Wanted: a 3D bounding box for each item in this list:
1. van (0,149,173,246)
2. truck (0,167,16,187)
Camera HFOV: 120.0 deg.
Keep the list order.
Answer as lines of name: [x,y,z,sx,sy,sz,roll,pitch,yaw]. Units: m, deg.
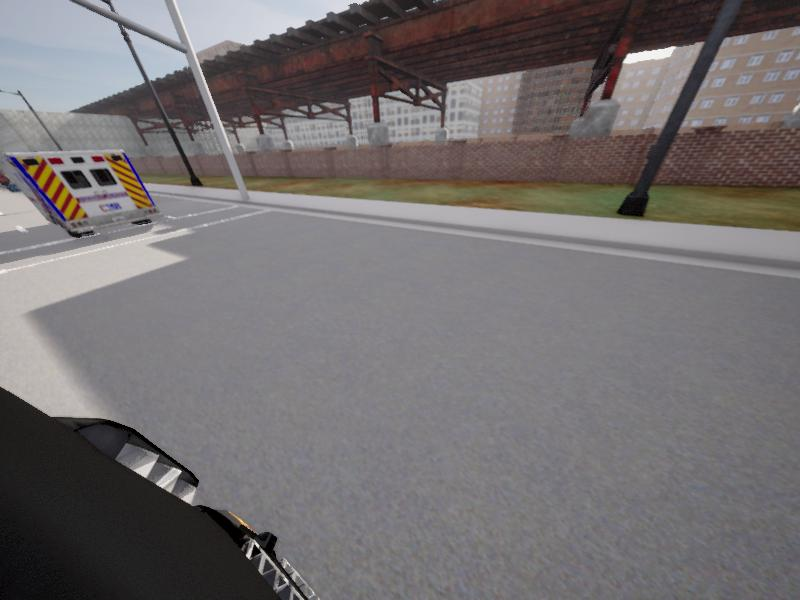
van: [-12.015,-4.044,8.660,6.366,2.431,2.351,16,38,26]
truck: [-52.384,-16.233,28.570,8.468,3.827,2.891,16,38,26]
